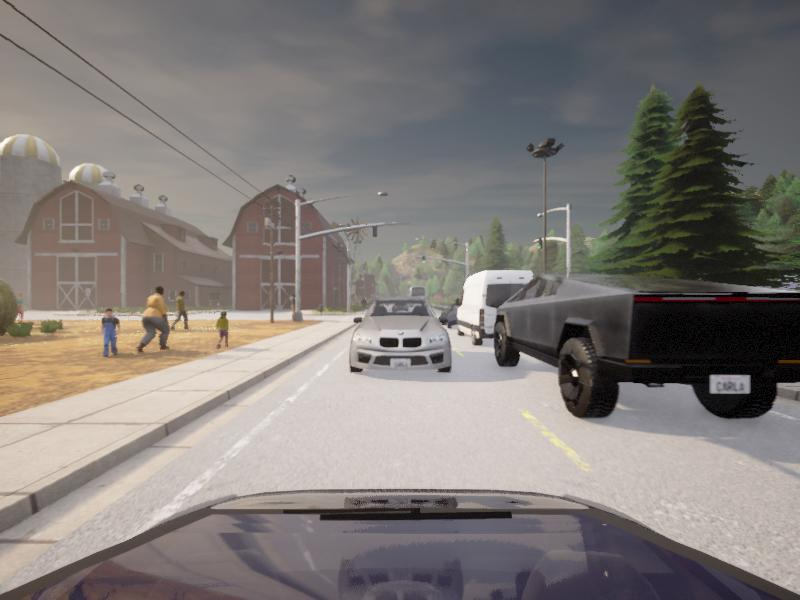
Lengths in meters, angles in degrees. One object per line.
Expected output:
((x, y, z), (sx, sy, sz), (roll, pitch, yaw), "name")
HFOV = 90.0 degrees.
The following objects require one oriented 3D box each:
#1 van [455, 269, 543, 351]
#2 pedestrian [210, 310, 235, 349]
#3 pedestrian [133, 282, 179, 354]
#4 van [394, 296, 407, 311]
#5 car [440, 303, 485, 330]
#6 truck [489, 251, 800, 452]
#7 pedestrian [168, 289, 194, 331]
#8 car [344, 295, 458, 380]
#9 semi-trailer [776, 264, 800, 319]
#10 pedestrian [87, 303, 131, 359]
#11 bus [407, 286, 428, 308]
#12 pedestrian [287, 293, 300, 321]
((3.524, 0.310, 15.564), (1.988, 2.561, 5.915), (0, 0, 0), "van")
((-5.145, 0.849, 11.601), (0.500, 1.100, 0.500), (0, 0, 5), "pedestrian")
((-6.564, 0.461, 10.767), (0.751, 1.860, 0.751), (0, 0, 18), "pedestrian")
((0.087, 0.511, 62.207), (2.069, 2.038, 4.480), (0, 2, 1), "van")
((3.530, 0.888, 23.388), (1.994, 1.385, 4.181), (0, 0, 0), "car")
((3.501, 0.536, 7.322), (2.390, 2.098, 6.274), (0, 0, 0), "truck")
((-9.911, 0.445, 18.107), (0.751, 1.860, 0.751), (0, 0, 26), "pedestrian")
((0.011, 0.749, 10.180), (2.242, 1.667, 4.611), (0, 0, 0), "car")
((39.619, -0.672, 33.182), (14.254, 4.402, 2.717), (0, 0, 0), "semi-trailer")
((-7.215, 0.740, 9.952), (0.751, 1.300, 0.751), (0, 0, -25), "pedestrian")
((3.488, -0.600, 83.602), (3.944, 4.253, 10.273), (0, 0, 0), "bus")
((-7.225, 0.440, 27.175), (0.751, 1.860, 0.751), (0, 0, -20), "pedestrian")
